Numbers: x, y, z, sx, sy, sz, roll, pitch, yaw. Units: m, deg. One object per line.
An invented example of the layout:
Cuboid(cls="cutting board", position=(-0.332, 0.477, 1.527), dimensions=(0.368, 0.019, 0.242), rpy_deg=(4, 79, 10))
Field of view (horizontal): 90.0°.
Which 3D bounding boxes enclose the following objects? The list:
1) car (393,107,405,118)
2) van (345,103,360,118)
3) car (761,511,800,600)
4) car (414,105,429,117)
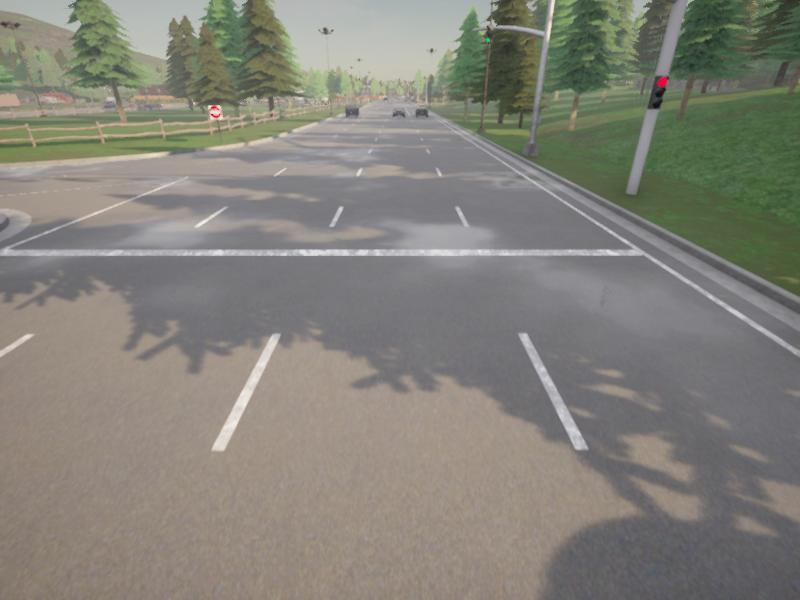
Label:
Cuboid(cls="car", position=(-0.165, -29.027, 61.835), dimensions=(1.895, 1.301, 4.718), rpy_deg=(0, 27, 0))
Cuboid(cls="van", position=(-7.161, -28.714, 60.494), dimensions=(1.775, 1.987, 4.442), rpy_deg=(0, 27, 0))
Cuboid(cls="car", position=(3.508, 2.351, 0.477), dimensions=(1.812, 1.442, 4.674), rpy_deg=(0, 27, 0))
Cuboid(cls="car", position=(3.333, -29.560, 62.504), dimensions=(1.930, 1.638, 5.238), rpy_deg=(0, 27, 0))
